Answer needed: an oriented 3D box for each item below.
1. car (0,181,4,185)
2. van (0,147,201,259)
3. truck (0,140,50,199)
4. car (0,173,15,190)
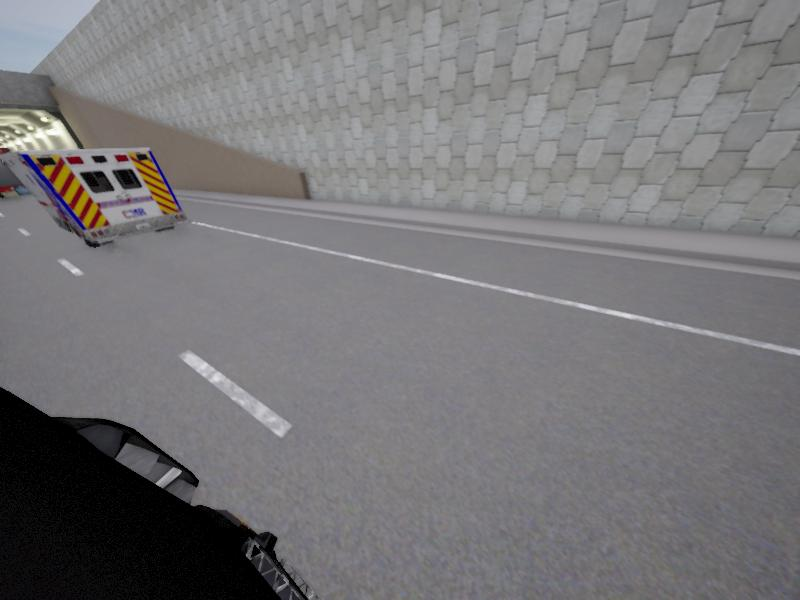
[{"bbox_3d":[-54.640,-15.876,30.353,3.633,1.501,1.845,16,38,26],"label":"car"},{"bbox_3d":[-10.145,-3.489,7.717,6.366,2.431,2.351,16,38,26],"label":"van"},{"bbox_3d":[-34.452,-11.030,19.545,8.468,3.827,2.891,16,38,26],"label":"truck"},{"bbox_3d":[-45.732,-13.287,25.897,4.674,1.442,1.812,16,38,26],"label":"car"}]
